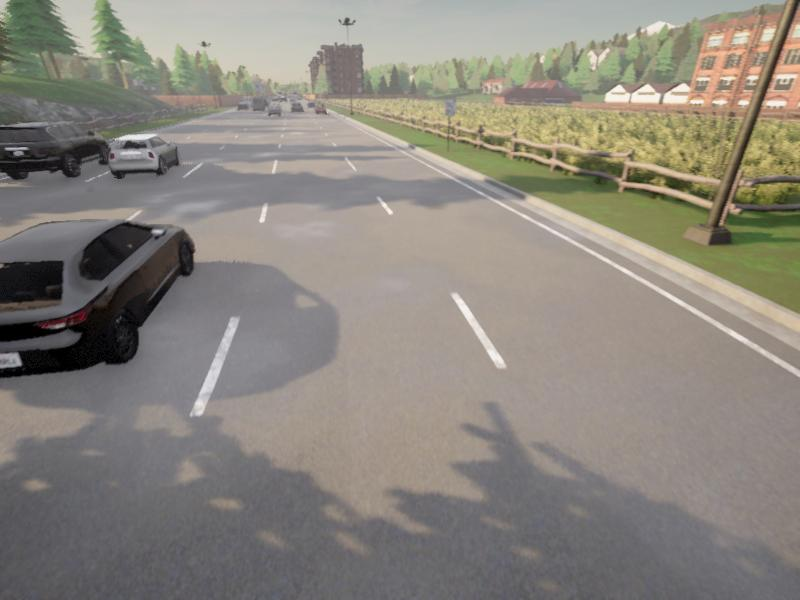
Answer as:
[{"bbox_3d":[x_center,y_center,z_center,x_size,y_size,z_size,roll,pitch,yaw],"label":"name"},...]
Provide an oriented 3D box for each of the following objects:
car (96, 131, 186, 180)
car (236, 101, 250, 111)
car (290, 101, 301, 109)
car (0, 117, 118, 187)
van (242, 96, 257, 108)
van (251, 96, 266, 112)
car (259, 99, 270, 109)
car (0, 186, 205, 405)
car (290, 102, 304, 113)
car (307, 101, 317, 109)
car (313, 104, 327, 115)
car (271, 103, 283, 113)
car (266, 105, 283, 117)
[{"bbox_3d":[-10.947,-6.341,17.279,1.970,1.475,3.806,-6,28,-12],"label":"car"},{"bbox_3d":[-32.044,-39.801,81.905,1.930,1.638,5.238,-7,28,-12],"label":"car"},{"bbox_3d":[-24.123,-45.158,92.446,2.128,1.511,4.902,-7,28,-12],"label":"car"},{"bbox_3d":[-14.448,-6.437,16.859,2.150,2.045,5.566,-6,28,-12],"label":"car"},{"bbox_3d":[-35.641,-46.913,94.808,2.351,2.431,6.366,-7,28,-12],"label":"van"},{"bbox_3d":[-27.084,-37.683,76.762,1.988,2.561,5.915,-7,28,-12],"label":"van"},{"bbox_3d":[-31.273,-45.231,92.153,1.905,1.878,3.866,-7,28,-12],"label":"car"},{"bbox_3d":[-4.516,-0.475,5.907,1.816,1.474,4.193,-5,28,-10],"label":"car"},{"bbox_3d":[-19.173,-35.900,74.418,2.242,1.667,4.611,-7,28,-12],"label":"car"},{"bbox_3d":[-20.119,-44.436,90.968,1.837,1.490,4.892,-7,28,-12],"label":"car"},{"bbox_3d":[-12.840,-30.786,64.466,1.845,1.501,3.633,-7,28,-12],"label":"car"},{"bbox_3d":[-22.013,-34.478,71.645,1.845,1.501,3.633,-7,28,-12],"label":"car"},{"bbox_3d":[-19.039,-28.799,60.824,2.033,1.411,5.357,-6,28,-12],"label":"car"}]
